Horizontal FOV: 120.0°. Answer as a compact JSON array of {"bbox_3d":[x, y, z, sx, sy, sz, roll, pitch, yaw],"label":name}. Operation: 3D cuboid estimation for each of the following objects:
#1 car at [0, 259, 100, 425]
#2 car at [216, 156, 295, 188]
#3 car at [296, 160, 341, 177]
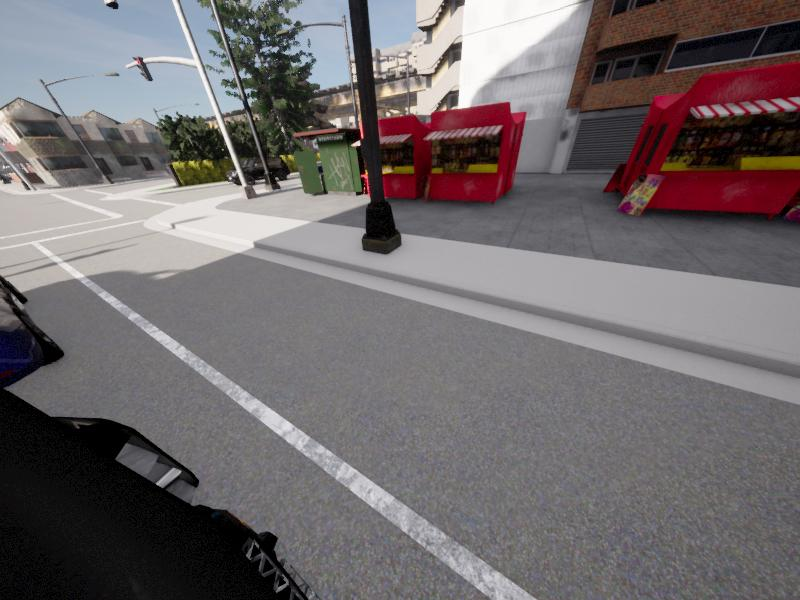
[{"bbox_3d":[-6.372,0.264,2.730,4.792,1.488,2.163,15,38,26],"label":"car"},{"bbox_3d":[-13.016,-11.966,21.370,2.150,2.045,5.566,15,38,27],"label":"car"},{"bbox_3d":[-9.316,-15.292,26.770,1.895,1.301,4.718,15,38,27],"label":"car"}]
